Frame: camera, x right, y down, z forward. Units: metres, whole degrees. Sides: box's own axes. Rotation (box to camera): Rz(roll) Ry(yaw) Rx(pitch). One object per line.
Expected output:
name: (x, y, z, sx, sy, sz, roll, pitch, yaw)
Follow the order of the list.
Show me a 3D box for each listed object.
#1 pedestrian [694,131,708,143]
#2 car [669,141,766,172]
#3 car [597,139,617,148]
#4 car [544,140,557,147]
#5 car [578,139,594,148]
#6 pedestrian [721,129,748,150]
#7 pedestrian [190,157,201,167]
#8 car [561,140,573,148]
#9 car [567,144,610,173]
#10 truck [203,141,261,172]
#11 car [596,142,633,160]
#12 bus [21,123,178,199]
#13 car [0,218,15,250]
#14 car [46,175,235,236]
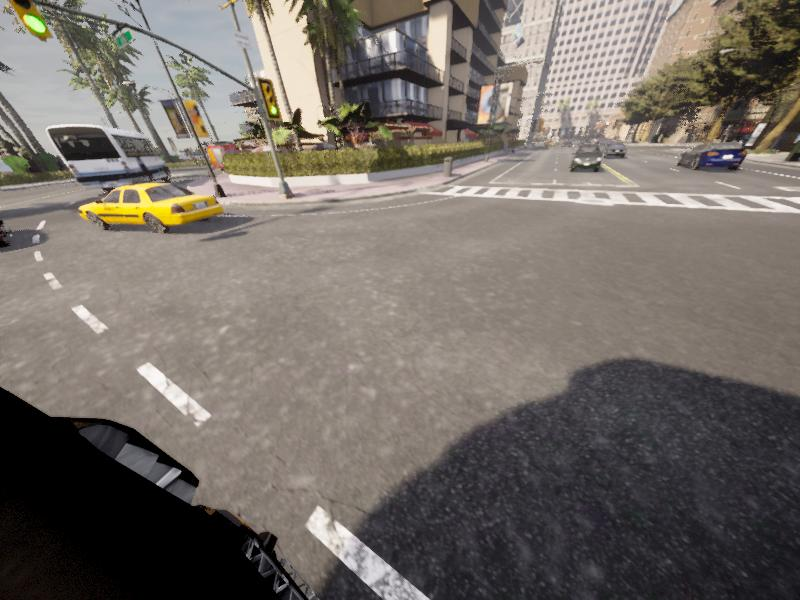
pedestrian: (56.932, -30.812, 43.678, 0.751, 1.860, 0.751, 16, 38, 25)
car: (20.859, -9.737, 15.570, 2.163, 1.488, 4.792, 16, 38, 25)
car: (45.290, -34.482, 50.765, 2.033, 1.411, 5.357, 13, 37, 22)
car: (46.024, -47.855, 70.572, 1.801, 1.575, 5.366, 6, 35, 13)
car: (42.953, -36.288, 53.443, 2.033, 1.649, 4.856, 16, 38, 25)
pedestrian: (38.199, -18.307, 26.406, 0.751, 1.860, 0.751, 12, 37, 21)
pedestrian: (-44.693, -30.258, 50.525, 0.751, 1.860, 0.751, 3, 34, 9)
car: (42.662, -39.836, 58.979, 1.994, 1.385, 4.181, 16, 38, 25)
car: (13.955, -10.660, 17.356, 1.851, 1.617, 3.988, 16, 38, 25)
truck: (-27.512, -24.125, 38.613, 2.891, 3.827, 8.468, -1, 34, 3)
car: (23.955, -16.804, 25.973, 2.033, 1.411, 5.357, 16, 38, 25)
bus: (-23.768, -11.954, 19.764, 3.944, 4.253, 10.273, -20, 37, -22)
car: (-14.605, -2.350, 7.308, 4.181, 1.385, 1.994, 19, 39, 29)
car: (-9.281, -3.522, 8.467, 5.366, 1.575, 1.801, 6, 35, 13)
